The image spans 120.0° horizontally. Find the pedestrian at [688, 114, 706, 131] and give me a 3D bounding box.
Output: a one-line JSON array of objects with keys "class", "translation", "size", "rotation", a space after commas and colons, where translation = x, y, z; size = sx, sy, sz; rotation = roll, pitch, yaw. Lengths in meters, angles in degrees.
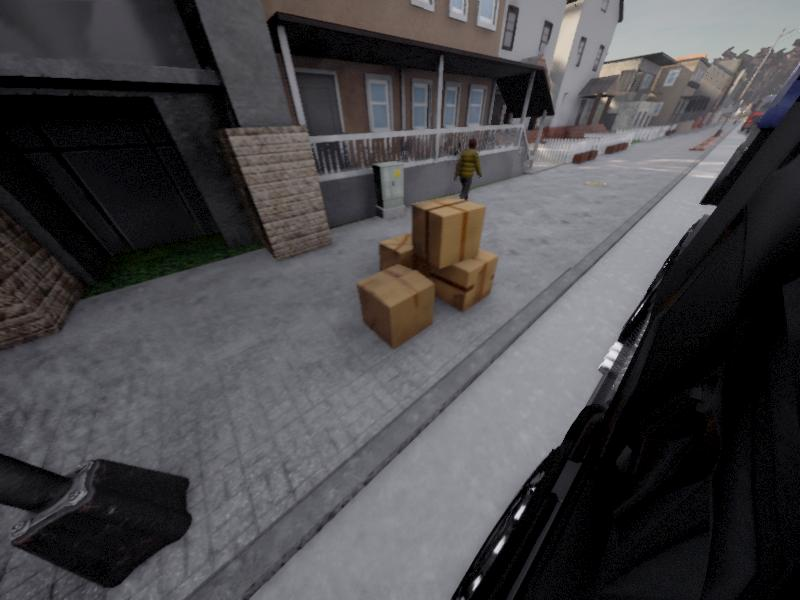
[{"class": "pedestrian", "translation": [41.235, -24.602, 32.106], "size": [0.751, 1.860, 0.751], "rotation": [-29, 44, -30]}]

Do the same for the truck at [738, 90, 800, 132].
[{"class": "truck", "translation": [48.317, -24.626, 30.264], "size": [8.468, 3.827, 2.891], "rotation": [-28, 44, -30]}]

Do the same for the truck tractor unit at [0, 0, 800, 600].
[{"class": "truck tractor unit", "translation": [2.645, -0.295, 0.352], "size": [6.516, 4.208, 3.053], "rotation": [-28, 44, -30]}]

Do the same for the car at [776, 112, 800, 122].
[{"class": "car", "translation": [83.160, -39.228, 49.453], "size": [4.974, 1.542, 2.038], "rotation": [-28, 44, -30]}]

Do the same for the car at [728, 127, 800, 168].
[{"class": "car", "translation": [19.076, -7.937, 11.893], "size": [4.181, 1.385, 1.994], "rotation": [-28, 44, -30]}]

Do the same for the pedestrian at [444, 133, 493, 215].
[{"class": "pedestrian", "translation": [1.842, -3.480, 6.415], "size": [0.751, 1.860, 0.751], "rotation": [-30, 44, -31]}]

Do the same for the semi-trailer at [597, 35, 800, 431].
[{"class": "semi-trailer", "translation": [8.734, -3.581, 4.191], "size": [14.254, 4.402, 2.717], "rotation": [-28, 43, -29]}]

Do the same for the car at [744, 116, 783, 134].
[{"class": "car", "translation": [42.046, -20.321, 26.810], "size": [3.705, 1.549, 1.789], "rotation": [-28, 44, -30]}]
